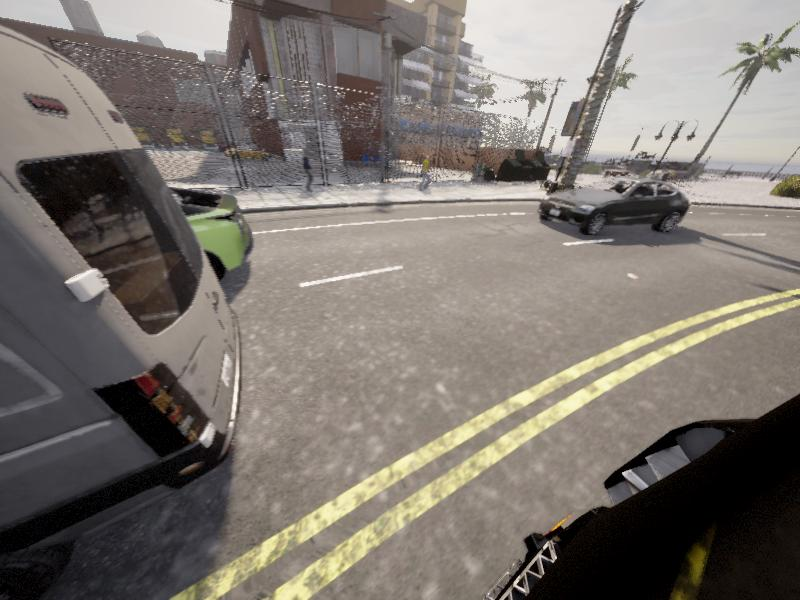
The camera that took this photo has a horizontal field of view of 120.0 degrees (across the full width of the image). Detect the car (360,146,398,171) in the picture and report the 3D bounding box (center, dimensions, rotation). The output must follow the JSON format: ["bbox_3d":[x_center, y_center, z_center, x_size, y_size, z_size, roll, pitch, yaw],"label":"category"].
[{"bbox_3d":[-2.248,-14.636,23.835,1.878,1.987,4.442,-18,39,-28],"label":"car"}]

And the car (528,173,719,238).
[{"bbox_3d":[7.815,-3.516,8.392,5.027,1.651,2.152,-5,34,-13],"label":"car"}]

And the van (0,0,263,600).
[{"bbox_3d":[-4.037,0.588,0.465,5.915,2.561,1.988,-16,38,-26],"label":"van"}]

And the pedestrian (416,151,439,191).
[{"bbox_3d":[1.485,-7.130,12.809,0.751,1.860,0.751,-15,37,-24],"label":"pedestrian"}]

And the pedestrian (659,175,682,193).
[{"bbox_3d":[19.974,-8.567,17.092,0.500,1.100,0.500,4,34,1],"label":"pedestrian"}]

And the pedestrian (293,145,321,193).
[{"bbox_3d":[-4.312,-6.103,10.814,0.751,1.860,0.751,-18,39,-28],"label":"pedestrian"}]

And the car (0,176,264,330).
[{"bbox_3d":[-4.936,-0.929,3.595,4.514,1.525,2.007,-15,38,-25],"label":"car"}]
